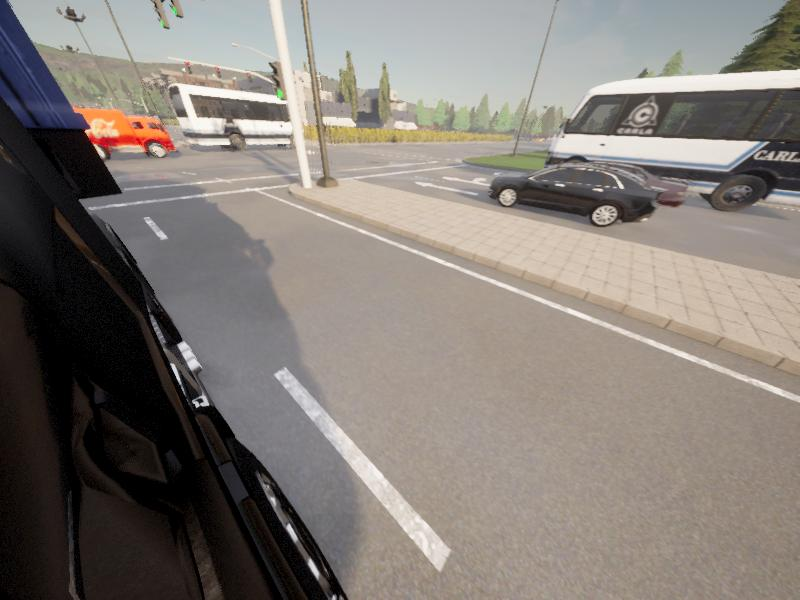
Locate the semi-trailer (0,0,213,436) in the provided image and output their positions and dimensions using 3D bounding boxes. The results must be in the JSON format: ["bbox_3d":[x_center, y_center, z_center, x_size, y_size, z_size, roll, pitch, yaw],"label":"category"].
[{"bbox_3d":[-9.610,-2.742,3.040,14.254,4.402,2.717,16,38,17],"label":"semi-trailer"}]

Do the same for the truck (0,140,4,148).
[{"bbox_3d":[-29.275,-11.107,15.074,6.274,2.098,2.390,28,44,31],"label":"truck"}]

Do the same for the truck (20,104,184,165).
[{"bbox_3d":[-17.218,-9.879,13.857,2.627,2.467,5.204,26,43,28],"label":"truck"}]

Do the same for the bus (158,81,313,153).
[{"bbox_3d":[-14.190,-16.597,21.599,3.944,4.253,10.273,26,42,28],"label":"bus"}]

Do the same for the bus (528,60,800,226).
[{"bbox_3d":[12.198,-6.705,9.891,10.273,4.253,3.944,28,44,30],"label":"bus"}]

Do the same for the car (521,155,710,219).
[{"bbox_3d":[8.372,-4.950,9.688,5.357,1.411,2.033,28,44,30],"label":"car"}]

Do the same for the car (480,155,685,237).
[{"bbox_3d":[5.575,-3.757,7.821,4.892,1.490,1.837,28,44,30],"label":"car"}]

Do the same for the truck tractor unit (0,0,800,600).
[{"bbox_3d":[-2.645,-0.295,0.351,6.516,4.208,3.053,28,44,30],"label":"truck tractor unit"}]
